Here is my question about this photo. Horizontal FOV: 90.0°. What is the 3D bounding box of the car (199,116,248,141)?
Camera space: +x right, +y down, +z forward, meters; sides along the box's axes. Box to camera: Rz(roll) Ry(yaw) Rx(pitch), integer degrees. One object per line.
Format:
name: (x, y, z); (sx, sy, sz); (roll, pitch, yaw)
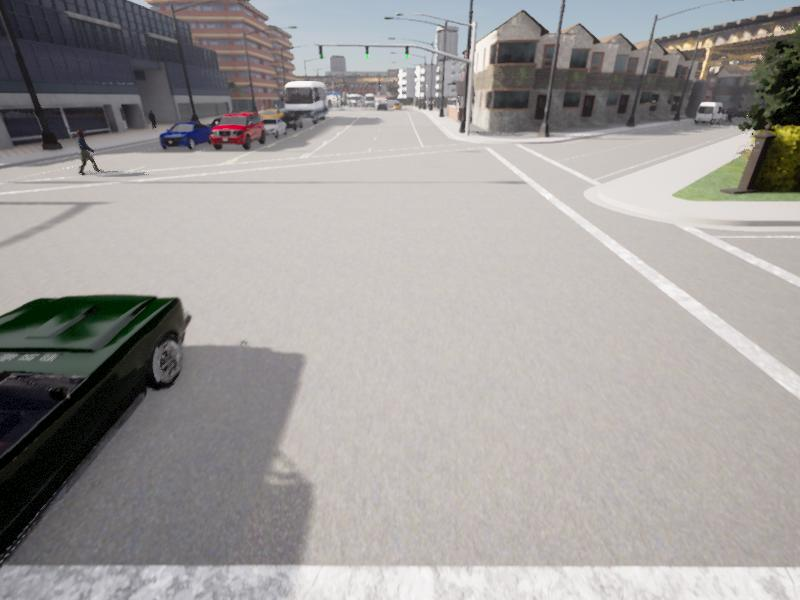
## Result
car: (-14.244, -14.049, 32.619); (1.837, 1.490, 4.892); (0, 28, 0)

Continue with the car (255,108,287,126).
car: (-14.326, -20.471, 44.703); (1.882, 1.535, 5.008); (0, 28, 0)

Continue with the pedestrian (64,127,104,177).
pedestrian: (-13.361, -6.283, 16.968); (0.751, 1.860, 0.751); (-15, 30, -26)

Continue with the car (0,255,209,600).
car: (-3.541, 1.112, 3.074); (1.895, 1.301, 4.718); (0, 27, 0)

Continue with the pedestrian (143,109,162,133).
pedestrian: (-21.573, -15.658, 34.921); (0.751, 1.860, 0.751); (0, 27, 1)

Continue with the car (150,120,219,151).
car: (-14.210, -11.112, 26.838); (1.882, 1.535, 5.008); (0, 27, 0)

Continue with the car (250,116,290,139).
car: (-10.747, -14.426, 33.395); (1.812, 1.442, 4.674); (0, 28, 0)

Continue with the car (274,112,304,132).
car: (-10.786, -17.496, 39.201); (1.816, 1.474, 4.193); (0, 28, 0)

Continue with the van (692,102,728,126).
van: (39.788, -23.938, 51.309); (5.915, 2.561, 1.988); (-24, 35, -38)

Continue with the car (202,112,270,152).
car: (-10.702, -11.359, 26.760); (2.150, 2.045, 5.566); (0, 27, 0)

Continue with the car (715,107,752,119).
car: (56.880, -32.043, 68.385); (1.930, 1.638, 5.238); (0, 27, 0)

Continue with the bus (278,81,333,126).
bus: (-10.727, -23.284, 47.064); (3.944, 4.253, 10.273); (0, 28, 0)

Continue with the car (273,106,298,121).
car: (-14.382, -23.647, 50.678); (1.812, 1.442, 4.674); (0, 28, 0)

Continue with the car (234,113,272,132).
car: (-14.272, -17.403, 39.136); (1.994, 1.385, 4.181); (0, 28, 1)
